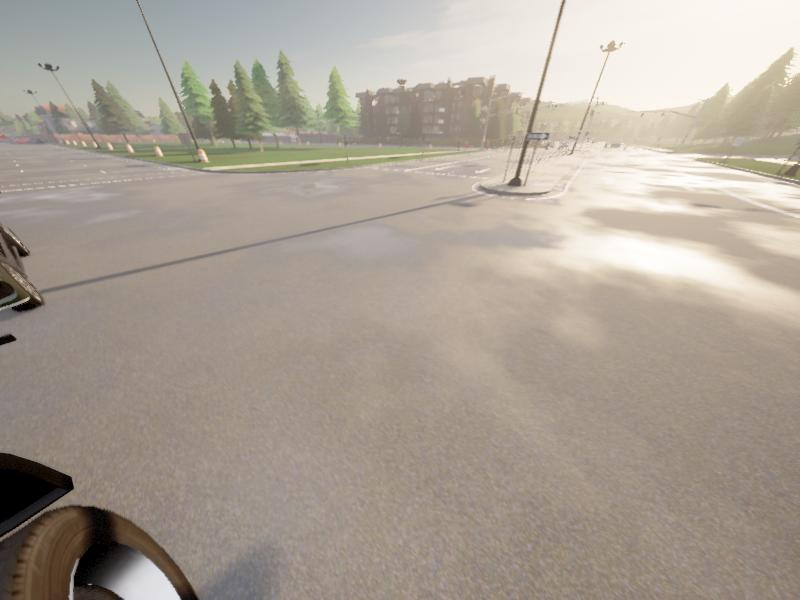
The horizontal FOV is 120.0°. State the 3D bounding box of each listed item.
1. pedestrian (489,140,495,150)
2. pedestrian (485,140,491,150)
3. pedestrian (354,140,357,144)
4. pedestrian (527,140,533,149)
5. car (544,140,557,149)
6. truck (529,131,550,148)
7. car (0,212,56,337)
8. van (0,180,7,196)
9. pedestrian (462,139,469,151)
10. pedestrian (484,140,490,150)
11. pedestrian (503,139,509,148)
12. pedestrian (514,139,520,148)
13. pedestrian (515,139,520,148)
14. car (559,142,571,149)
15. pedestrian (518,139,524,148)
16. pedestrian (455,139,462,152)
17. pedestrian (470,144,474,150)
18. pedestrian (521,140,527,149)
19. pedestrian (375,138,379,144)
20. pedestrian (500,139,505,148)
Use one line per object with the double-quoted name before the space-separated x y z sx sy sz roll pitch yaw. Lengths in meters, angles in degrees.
"pedestrian" 21.058 -35.485 52.792 0.751 1.860 0.751 21 40 27
"pedestrian" 19.988 -35.224 52.414 0.751 1.860 0.751 24 41 29
"pedestrian" -16.997 -60.301 88.096 0.500 1.100 0.500 22 41 28
"pedestrian" 33.376 -40.089 59.429 0.751 1.860 0.751 21 40 26
"car" 39.523 -40.960 60.750 1.905 1.878 3.866 22 41 28
"truck" 38.984 -44.857 64.573 2.891 3.827 8.468 22 41 28
"car" -7.873 -0.727 3.468 5.027 1.651 2.152 22 41 28
"van" -20.248 -5.912 10.411 4.442 1.987 1.775 22 41 28
"pedestrian" 12.563 -29.616 44.127 0.751 1.860 0.751 25 42 31
"pedestrian" 19.991 -35.825 53.271 0.751 1.860 0.751 27 43 33
"pedestrian" 27.685 -40.947 60.335 0.751 1.860 0.751 27 43 33
"pedestrian" 30.504 -40.826 60.160 0.751 1.860 0.751 13 37 17
"pedestrian" 30.883 -41.149 60.621 0.751 1.860 0.751 12 37 16
"car" 42.371 -39.628 59.200 1.837 1.490 4.892 22 41 28
"pedestrian" 31.296 -40.583 59.855 0.751 1.860 0.751 24 42 30
"pedestrian" 10.649 -28.211 42.117 0.751 1.860 0.751 25 42 31
"pedestrian" 14.561 -31.065 46.860 0.500 1.100 0.500 26 42 31
"pedestrian" 31.905 -40.173 59.536 0.751 1.860 0.751 27 43 32
"pedestrian" -8.272 -57.331 83.293 0.751 1.860 0.751 23 41 28
"pedestrian" 26.670 -40.837 60.170 0.751 1.860 0.751 22 41 28
